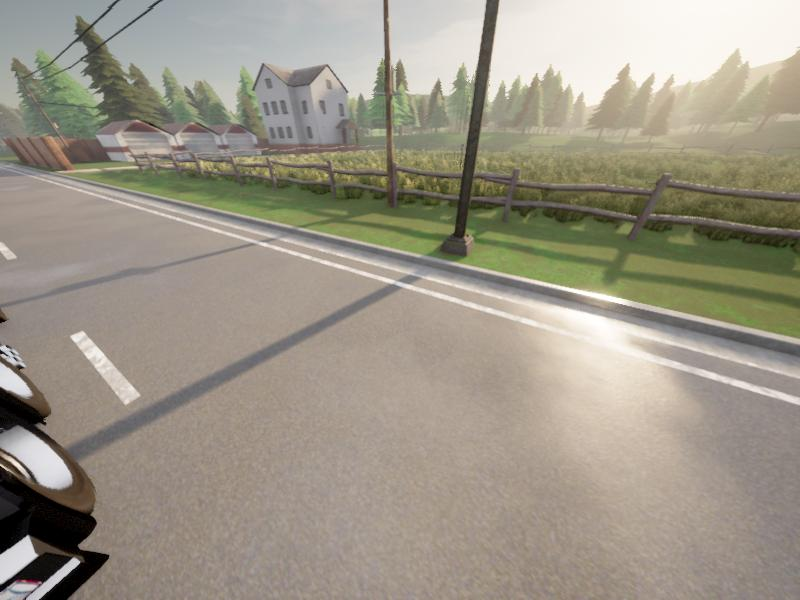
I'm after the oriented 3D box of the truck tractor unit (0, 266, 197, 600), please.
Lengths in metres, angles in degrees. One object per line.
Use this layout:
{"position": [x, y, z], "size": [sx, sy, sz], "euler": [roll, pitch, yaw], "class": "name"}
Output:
{"position": [-5.112, -0.300, 0.770], "size": [6.516, 4.208, 3.053], "euler": [18, 39, 24], "class": "truck tractor unit"}
